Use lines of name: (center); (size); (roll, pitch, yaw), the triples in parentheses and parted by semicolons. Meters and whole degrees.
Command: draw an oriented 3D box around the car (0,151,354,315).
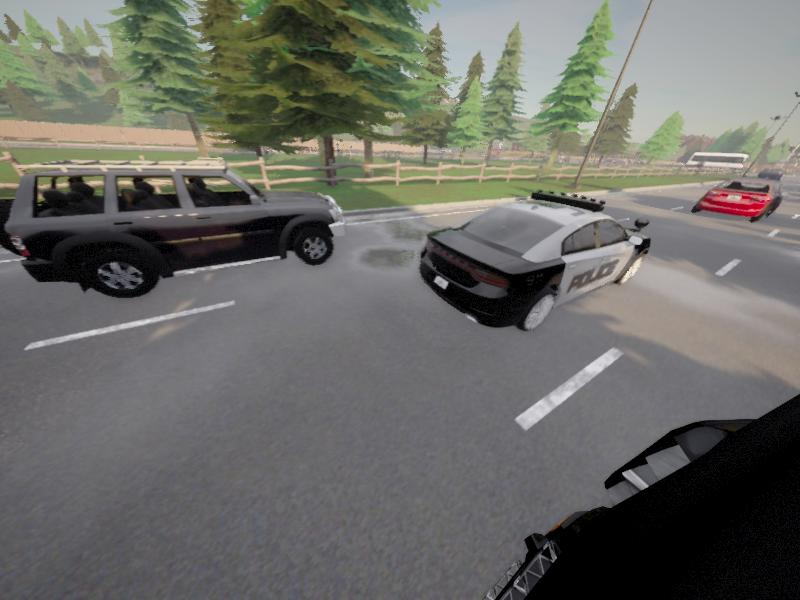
car: (-3.481, -1.602, 4.391); (4.605, 1.855, 1.932); (-16, 38, -26)

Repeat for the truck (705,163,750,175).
truck: (84.924, -34.150, 60.074); (2.390, 2.098, 6.274); (-16, 38, -26)

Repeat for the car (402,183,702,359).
car: (2.820, -1.061, 4.278); (5.238, 1.638, 1.930); (-16, 38, -26)

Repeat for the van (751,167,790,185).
van: (51.721, -17.334, 32.271); (4.442, 1.987, 1.775); (-16, 38, -26)

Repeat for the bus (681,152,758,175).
bus: (81.223, -35.048, 59.189); (3.944, 4.253, 10.273); (-16, 38, -26)

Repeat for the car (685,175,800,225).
car: (17.089, -5.128, 11.485); (4.611, 1.667, 2.242); (-16, 38, -26)
